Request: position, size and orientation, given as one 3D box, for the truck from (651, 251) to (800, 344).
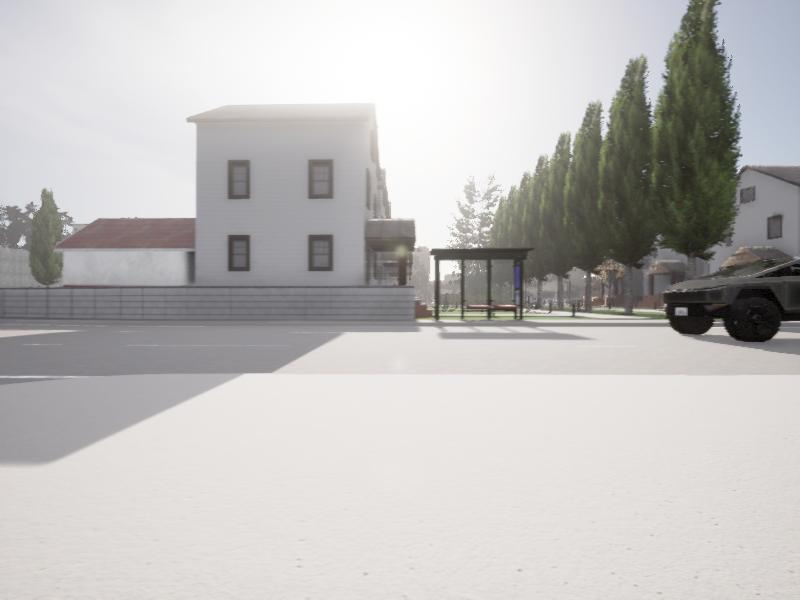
[{"bbox_3d":[10.276,-0.055,10.148,6.274,2.098,2.390,0,0,1],"label":"truck"}]
